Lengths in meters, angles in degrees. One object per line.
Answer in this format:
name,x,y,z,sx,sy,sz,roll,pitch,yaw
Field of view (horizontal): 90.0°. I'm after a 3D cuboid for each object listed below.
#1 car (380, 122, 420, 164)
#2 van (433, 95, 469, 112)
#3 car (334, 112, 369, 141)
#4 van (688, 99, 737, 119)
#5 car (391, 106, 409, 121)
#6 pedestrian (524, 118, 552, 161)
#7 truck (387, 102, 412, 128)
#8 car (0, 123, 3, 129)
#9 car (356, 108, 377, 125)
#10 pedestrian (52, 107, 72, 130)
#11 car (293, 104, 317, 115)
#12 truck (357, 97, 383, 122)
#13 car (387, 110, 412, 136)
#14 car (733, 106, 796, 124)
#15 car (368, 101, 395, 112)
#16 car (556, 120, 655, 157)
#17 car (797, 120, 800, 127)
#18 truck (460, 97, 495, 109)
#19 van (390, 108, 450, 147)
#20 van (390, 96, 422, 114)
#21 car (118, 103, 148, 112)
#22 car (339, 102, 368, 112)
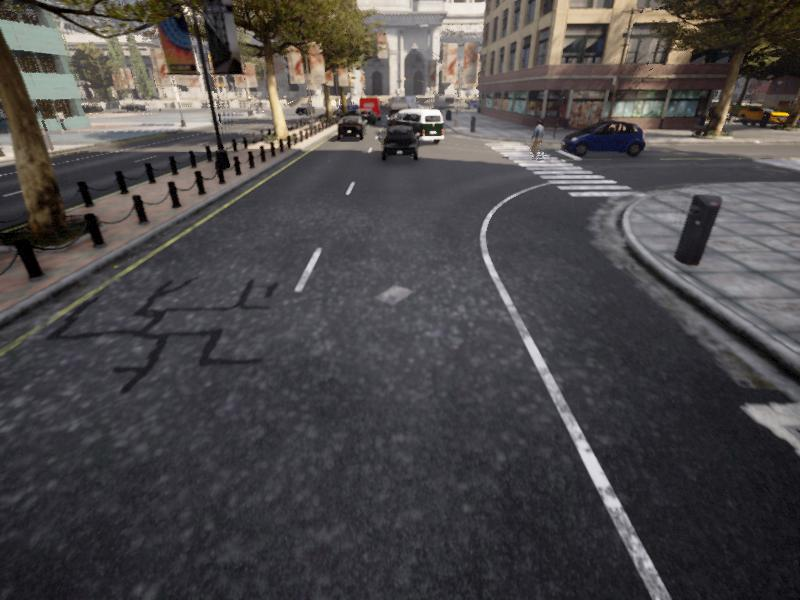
car,-0.011,-8.293,20.896,1.837,1.490,4.892,0,27,0
van,8.913,-34.380,69.857,5.915,2.561,1.988,0,27,0
car,-3.515,-13.051,29.935,1.930,1.638,5.238,0,28,0
van,37.929,-23.255,48.712,2.069,2.038,4.480,0,27,0
car,-0.021,-22.667,48.559,2.128,1.511,4.902,0,27,0
pedestrian,6.692,-7.808,19.440,0.751,1.860,0.751,-11,29,-20
truck,-0.020,-18.950,40.763,2.390,2.098,6.274,0,27,0
car,-38.466,-15.619,35.137,2.128,1.511,4.902,0,27,0
car,-3.516,-19.528,42.588,1.970,1.475,3.806,0,27,0
pedestrian,-29.942,-16.082,35.433,0.751,1.860,0.751,-17,32,-29
car,-14.977,-30.211,63.357,2.033,1.411,5.357,2,28,5
truck,-3.523,-22.971,48.141,2.627,2.467,5.204,0,27,0
car,-0.015,-14.705,33.085,1.930,1.638,5.238,0,27,0
car,37.944,-19.418,41.867,1.882,1.535,5.008,0,27,0
car,-3.140,-33.886,70.169,4.611,1.667,2.242,0,27,0
car,10.726,-8.569,21.189,3.988,1.617,1.851,1,27,2
car,37.958,-15.927,34.775,1.932,1.855,4.605,0,27,0
truck,15.327,-39.026,79.254,6.274,2.098,2.390,0,27,0
van,1.210,-11.599,26.656,2.069,2.038,4.480,-12,30,-21
van,1.080,-31.486,64.525,2.351,2.431,6.366,14,31,25
car,-51.059,-36.901,76.643,4.181,1.385,1.994,0,27,1
car,-8.517,-35.397,73.351,5.027,1.651,2.152,0,27,0
